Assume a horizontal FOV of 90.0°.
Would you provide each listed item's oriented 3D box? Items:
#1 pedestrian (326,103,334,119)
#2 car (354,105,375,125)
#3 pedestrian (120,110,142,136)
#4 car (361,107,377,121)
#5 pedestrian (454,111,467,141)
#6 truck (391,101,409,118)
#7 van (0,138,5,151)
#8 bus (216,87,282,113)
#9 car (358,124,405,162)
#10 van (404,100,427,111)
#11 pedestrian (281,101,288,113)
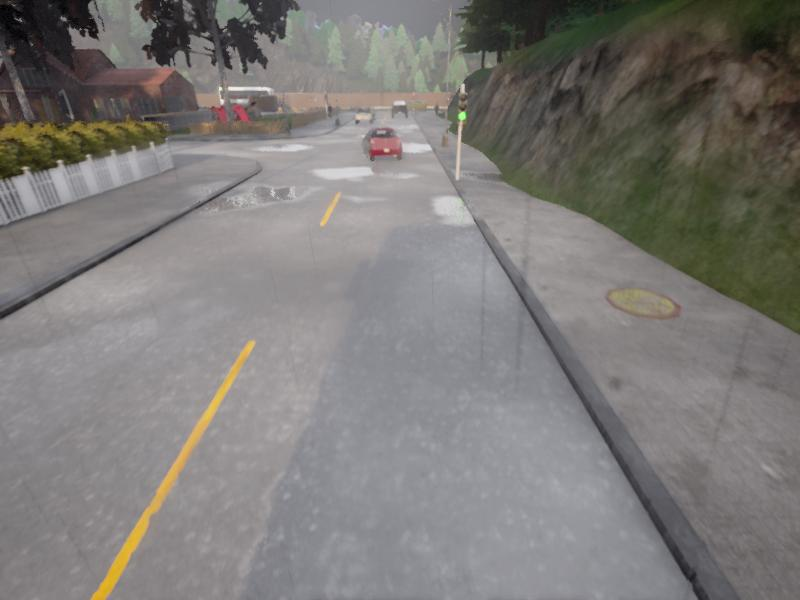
[{"bbox_3d":[-9.170,-24.893,52.694,0.751,1.860,0.751,0,27,0],"label":"pedestrian"},{"bbox_3d":[-4.025,-21.150,45.640,1.932,1.855,4.605,0,27,0],"label":"car"},{"bbox_3d":[-21.533,-14.193,32.044,0.751,1.860,0.751,0,27,0],"label":"pedestrian"},{"bbox_3d":[-4.029,-24.590,52.737,1.837,1.490,4.892,0,27,0],"label":"car"},{"bbox_3d":[4.159,-12.054,27.647,0.751,1.860,0.751,1,27,3],"label":"pedestrian"},{"bbox_3d":[-0.032,-27.531,57.743,2.390,2.098,6.274,0,27,0],"label":"truck"},{"bbox_3d":[-27.825,-10.106,23.719,5.915,2.561,1.988,0,27,0],"label":"van"},{"bbox_3d":[-27.857,-37.263,74.542,10.273,4.253,3.944,0,27,0],"label":"bus"},{"bbox_3d":[-1.043,-8.405,21.257,1.845,1.501,3.633,-5,28,-11],"label":"car"},{"bbox_3d":[3.016,-38.157,78.466,4.442,1.987,1.775,0,27,0],"label":"van"},{"bbox_3d":[-20.302,-33.861,70.209,0.751,1.860,0.751,0,27,1],"label":"pedestrian"}]
